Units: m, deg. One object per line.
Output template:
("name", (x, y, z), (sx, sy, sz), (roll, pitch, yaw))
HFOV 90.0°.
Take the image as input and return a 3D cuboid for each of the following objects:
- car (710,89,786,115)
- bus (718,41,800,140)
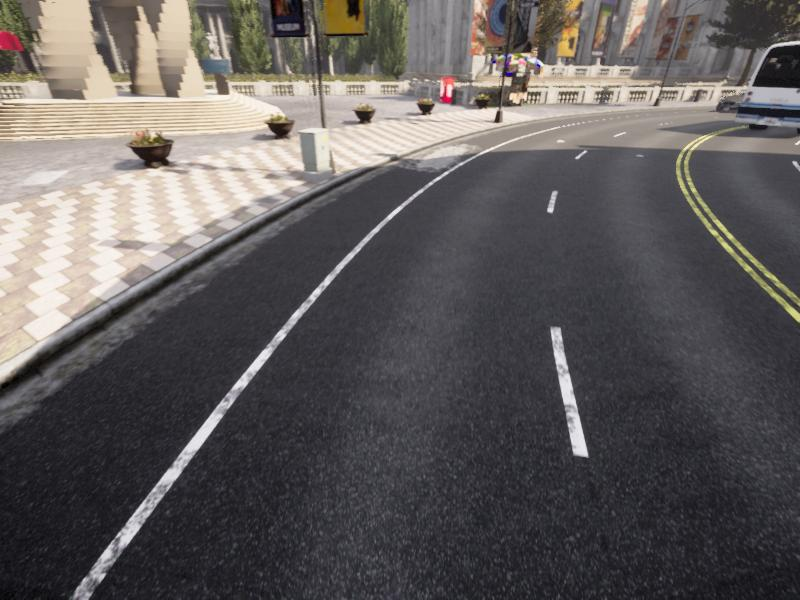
("car", (27.951, -15.965, 32.171), (4.611, 1.667, 2.242), (-11, 32, -19))
("bus", (23.397, -12.045, 22.832), (10.273, 4.253, 3.944), (-19, 36, -30))
